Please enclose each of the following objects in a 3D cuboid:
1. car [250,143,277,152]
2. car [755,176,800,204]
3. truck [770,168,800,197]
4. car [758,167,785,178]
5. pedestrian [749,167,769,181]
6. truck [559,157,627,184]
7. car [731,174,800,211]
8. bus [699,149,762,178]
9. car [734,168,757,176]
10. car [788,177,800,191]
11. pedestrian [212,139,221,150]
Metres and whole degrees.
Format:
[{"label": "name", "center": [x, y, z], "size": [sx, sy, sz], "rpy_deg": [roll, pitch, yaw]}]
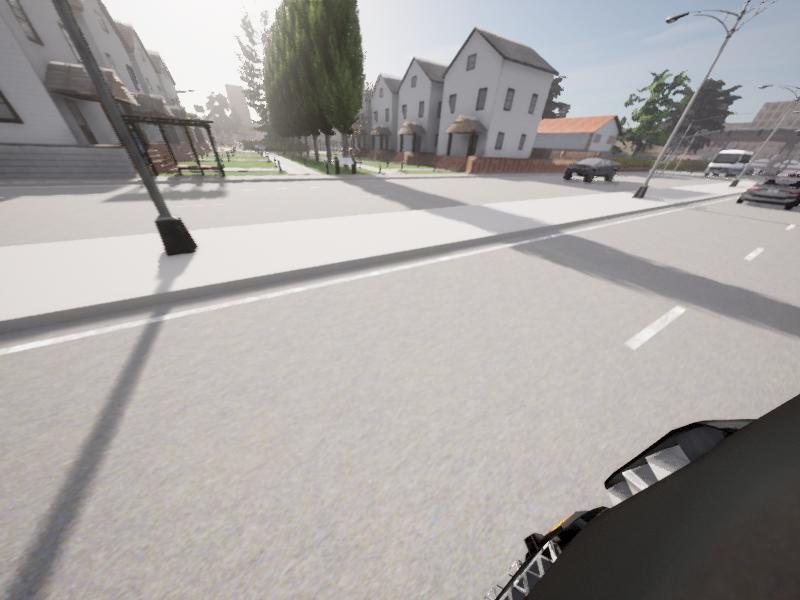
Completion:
[{"label": "car", "center": [-32.423, -36.295, 54.947], "size": [4.974, 1.542, 2.038], "rpy_deg": [-3, 34, -8]}, {"label": "car", "center": [30.107, -8.561, 17.751], "size": [4.974, 1.542, 2.038], "rpy_deg": [-15, 38, -25]}, {"label": "truck", "center": [37.732, -10.912, 21.356], "size": [6.274, 2.098, 2.390], "rpy_deg": [-16, 38, -25]}, {"label": "car", "center": [81.612, -28.047, 50.781], "size": [4.553, 1.767, 2.097], "rpy_deg": [-16, 38, -25]}, {"label": "pedestrian", "center": [57.433, -20.156, 36.955], "size": [0.751, 1.860, 0.751], "rpy_deg": [-11, 36, -20]}, {"label": "truck", "center": [19.516, -13.142, 23.370], "size": [6.274, 2.098, 2.390], "rpy_deg": [-16, 38, -25]}, {"label": "car", "center": [24.188, -6.973, 14.787], "size": [4.611, 1.667, 2.242], "rpy_deg": [-16, 38, -26]}, {"label": "bus", "center": [63.471, -26.165, 44.349], "size": [10.273, 4.253, 3.944], "rpy_deg": [-16, 38, -25]}, {"label": "car", "center": [79.784, -29.595, 53.343], "size": [4.181, 1.385, 1.994], "rpy_deg": [-16, 38, -25]}, {"label": "car", "center": [45.371, -12.801, 25.289], "size": [4.974, 1.542, 2.038], "rpy_deg": [-15, 38, -26]}, {"label": "pedestrian", "center": [-38.353, -32.547, 48.288], "size": [0.751, 1.860, 0.751], "rpy_deg": [16, 36, 19]}]
